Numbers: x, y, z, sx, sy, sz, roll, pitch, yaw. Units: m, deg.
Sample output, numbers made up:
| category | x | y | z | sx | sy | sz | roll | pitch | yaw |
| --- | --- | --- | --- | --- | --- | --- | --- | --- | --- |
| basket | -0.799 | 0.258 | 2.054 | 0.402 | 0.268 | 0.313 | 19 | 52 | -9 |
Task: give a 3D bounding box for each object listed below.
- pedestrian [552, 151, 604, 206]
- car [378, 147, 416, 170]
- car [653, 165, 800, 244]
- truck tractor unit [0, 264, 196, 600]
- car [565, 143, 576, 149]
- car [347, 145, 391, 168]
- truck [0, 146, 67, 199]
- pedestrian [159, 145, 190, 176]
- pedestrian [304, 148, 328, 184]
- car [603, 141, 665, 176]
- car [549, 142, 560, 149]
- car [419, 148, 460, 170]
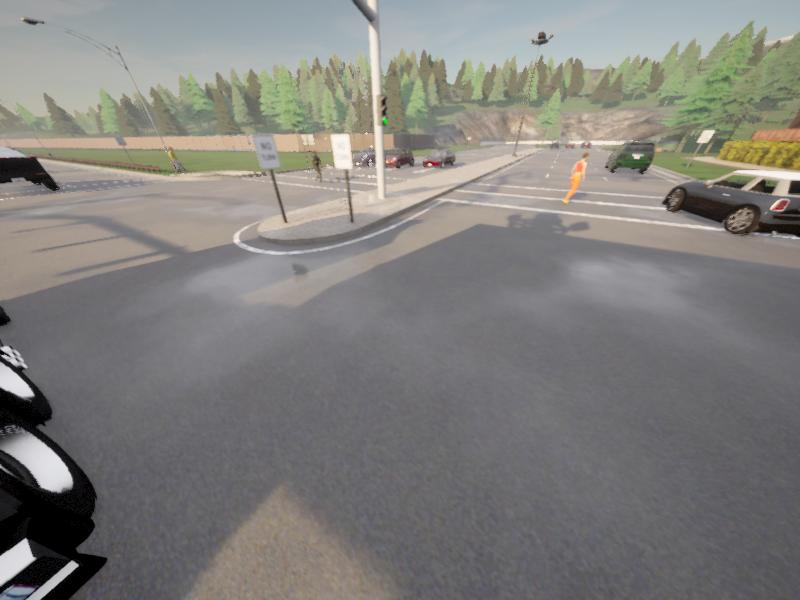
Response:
| category | x | y | z | sx | sy | sz | roll | pitch | yaw |
| --- | --- | --- | --- | --- | --- | --- | --- | --- | --- |
| pedestrian | 7.068 | -4.873 | 9.277 | 0.751 | 1.860 | 0.751 | -6 | 35 | -8 |
| car | -0.181 | -13.986 | 22.711 | 1.851 | 1.617 | 3.988 | 18 | 39 | 25 |
| car | 10.669 | -3.160 | 7.158 | 1.970 | 1.475 | 3.806 | 7 | 36 | 11 |
| truck tractor unit | -5.110 | -0.301 | 0.786 | 6.516 | 4.208 | 3.053 | 18 | 39 | 24 |
| car | 45.101 | -40.869 | 61.197 | 1.895 | 1.301 | 4.718 | 20 | 40 | 26 |
| car | -3.129 | -15.126 | 24.214 | 2.097 | 1.767 | 4.553 | 18 | 39 | 25 |
| truck | -21.980 | -7.230 | 12.774 | 6.274 | 2.098 | 2.390 | 18 | 39 | 24 |
| pedestrian | -16.348 | -10.140 | 16.802 | 0.751 | 1.860 | 0.751 | -15 | 37 | -20 |
| pedestrian | -5.130 | -8.252 | 14.249 | 0.751 | 1.860 | 0.751 | 18 | 39 | 25 |
| car | 18.534 | -11.585 | 18.697 | 2.150 | 2.045 | 5.566 | 18 | 39 | 25 |
| car | 41.186 | -41.120 | 61.422 | 1.837 | 1.490 | 4.892 | 19 | 39 | 25 |
| car | 3.968 | -14.028 | 22.842 | 2.163 | 1.488 | 4.792 | 18 | 39 | 25 |
